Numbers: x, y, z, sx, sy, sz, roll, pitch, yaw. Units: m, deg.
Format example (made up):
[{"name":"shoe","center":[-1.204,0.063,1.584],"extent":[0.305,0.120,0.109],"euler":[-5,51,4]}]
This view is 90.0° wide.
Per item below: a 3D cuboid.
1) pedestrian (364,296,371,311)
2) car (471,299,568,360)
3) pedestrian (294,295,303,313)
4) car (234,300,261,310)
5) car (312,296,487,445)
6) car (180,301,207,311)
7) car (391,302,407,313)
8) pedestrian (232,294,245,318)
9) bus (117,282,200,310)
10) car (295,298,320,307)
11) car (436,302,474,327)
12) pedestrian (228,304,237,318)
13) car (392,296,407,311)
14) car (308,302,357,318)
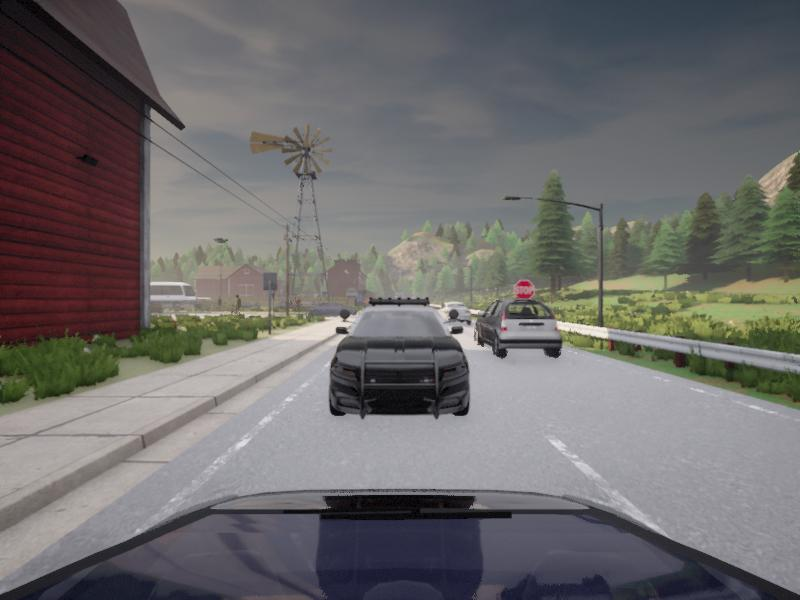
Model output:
[{"name":"pedestrian","center":[-4.163,0.442,50.697],"extent":[0.751,1.860,0.751],"euler":[0,0,8]},{"name":"car","center":[3.483,0.777,12.484],"extent":[1.851,1.617,3.988],"euler":[0,0,0]},{"name":"pedestrian","center":[-10.944,0.448,43.144],"extent":[0.751,1.860,0.751],"euler":[0,0,2]},{"name":"car","center":[-24.228,0.799,63.548],"extent":[3.806,1.475,1.970],"euler":[0,0,-29]},{"name":"car","center":[-0.012,0.765,7.030],"extent":[1.930,1.638,5.238],"euler":[0,0,0]},{"name":"car","center":[-28.887,0.816,56.017],"extent":[1.784,1.438,3.905],"euler":[0,0,-1]},{"name":"car","center":[-0.080,0.901,50.134],"extent":[1.895,1.301,4.718],"euler":[0,0,0]},{"name":"pedestrian","center":[-12.376,0.458,30.640],"extent":[0.751,1.860,0.751],"euler":[0,0,-1]},{"name":"bus","center":[-36.553,-0.591,60.944],"extent":[10.273,4.253,3.944],"euler":[0,0,-1]},{"name":"car","center":[-18.841,0.584,81.725],"extent":[4.605,1.855,1.932],"euler":[0,0,0]},{"name":"car","center":[3.458,0.847,26.005],"extent":[1.812,1.442,4.674],"euler":[0,0,0]},{"name":"pedestrian","center":[-13.091,0.838,31.279],"extent":[0.500,1.100,0.500],"euler":[0,0,0]},{"name":"car","center":[-0.093,0.520,57.667],"extent":[2.150,2.045,5.566],"euler":[0,0,0]},{"name":"car","center":[-5.930,0.877,35.575],"extent":[4.181,1.385,1.994],"euler":[0,0,-5]}]
